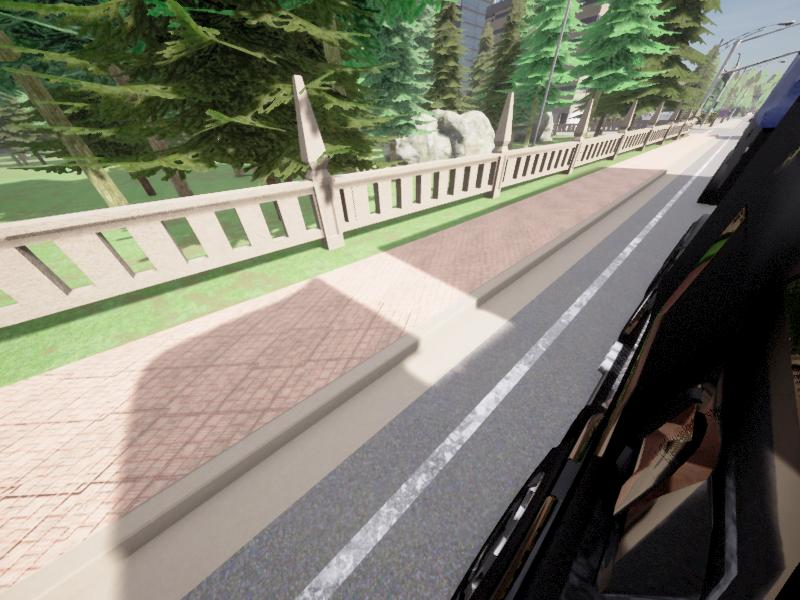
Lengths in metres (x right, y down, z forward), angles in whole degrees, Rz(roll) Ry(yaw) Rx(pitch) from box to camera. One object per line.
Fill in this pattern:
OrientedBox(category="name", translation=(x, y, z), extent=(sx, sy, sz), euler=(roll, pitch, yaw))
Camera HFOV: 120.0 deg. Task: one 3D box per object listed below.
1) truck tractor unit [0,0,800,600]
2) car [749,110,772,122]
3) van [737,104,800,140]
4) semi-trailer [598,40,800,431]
OrientedBox(category="truck tractor unit", translation=(2.645, -0.295, 0.351), extent=(6.516, 4.208, 3.053), euler=(-28, 44, -30))
OrientedBox(category="car", translation=(86.088, -43.980, 55.241), extent=(5.566, 2.045, 2.150), euler=(-28, 44, -30))
OrientedBox(category="van", translation=(34.809, -16.750, 21.790), extent=(6.366, 2.431, 2.351), euler=(-28, 44, -30))
OrientedBox(category="semi-trailer", translation=(8.692, -3.612, 4.231), extent=(14.254, 4.402, 2.717), euler=(-28, 44, -30))
